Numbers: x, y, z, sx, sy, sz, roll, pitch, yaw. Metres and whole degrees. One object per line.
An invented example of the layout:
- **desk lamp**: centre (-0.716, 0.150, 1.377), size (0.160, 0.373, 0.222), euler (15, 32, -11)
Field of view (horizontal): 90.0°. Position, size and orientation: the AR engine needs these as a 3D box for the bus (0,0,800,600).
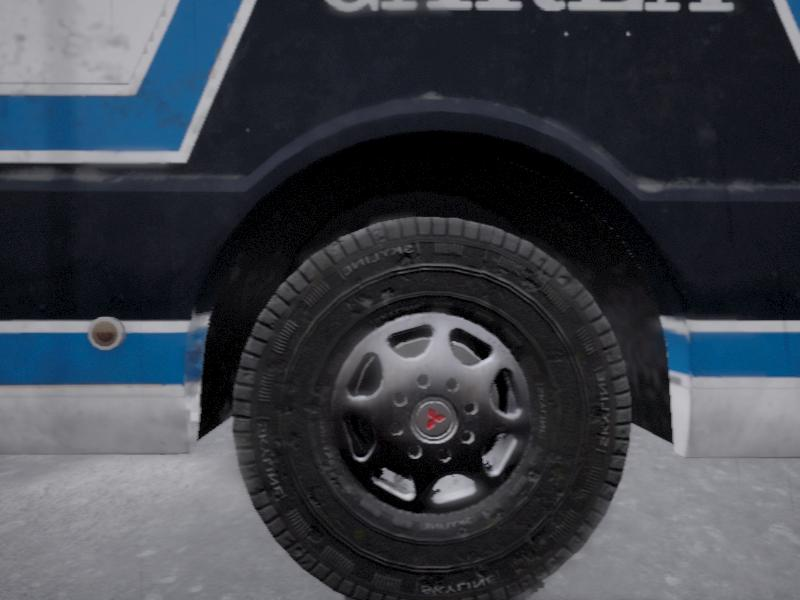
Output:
- **bus**: centre (-2.078, -1.136, 2.547), size (10.273, 4.253, 3.944), euler (0, 0, -1)
